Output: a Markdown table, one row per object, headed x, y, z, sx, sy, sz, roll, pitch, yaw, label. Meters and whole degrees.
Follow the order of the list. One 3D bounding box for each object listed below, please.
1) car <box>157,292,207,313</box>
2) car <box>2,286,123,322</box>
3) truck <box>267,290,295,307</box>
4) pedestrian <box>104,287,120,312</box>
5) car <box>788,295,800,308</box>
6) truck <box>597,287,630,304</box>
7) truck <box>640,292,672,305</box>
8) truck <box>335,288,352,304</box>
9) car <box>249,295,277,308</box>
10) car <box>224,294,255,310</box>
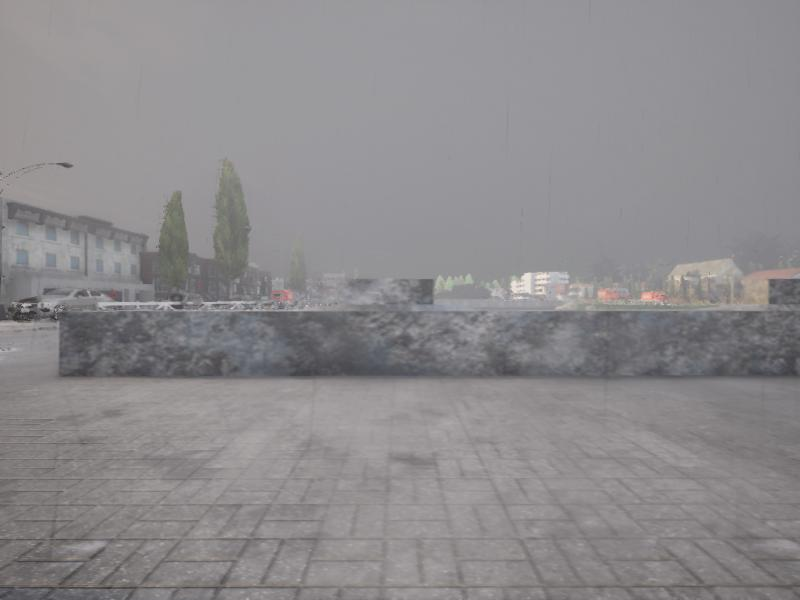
| x | y | z | sx | sy | sz | roll | pitch | yaw | label |
| --- | --- | --- | --- | --- | --- | --- | --- | --- | --- |
| -17.520 | 0.205 | 32.347 | 1.851 | 1.617 | 3.988 | 0 | 0 | 0 | car |
| -17.498 | 0.198 | 21.171 | 2.152 | 1.651 | 5.027 | 0 | 0 | 0 | car |
| -17.561 | -0.230 | 59.189 | 2.627 | 2.467 | 5.204 | 0 | 0 | 0 | truck |
| -22.181 | -0.045 | 30.849 | 0.751 | 1.860 | 0.751 | 0 | 0 | -8 | pedestrian |
| 48.118 | 0.177 | 46.094 | 2.038 | 1.542 | 4.974 | 0 | 0 | 0 | car |
| 48.057 | -0.972 | 90.247 | 2.891 | 3.827 | 8.468 | 0 | 0 | 0 | truck |
| 48.082 | -0.292 | 75.260 | 2.627 | 2.467 | 5.204 | 0 | 0 | 0 | truck |
| -13.616 | -0.912 | 96.225 | 2.891 | 3.827 | 8.468 | 0 | 0 | 0 | truck |
| -17.548 | 0.188 | 51.495 | 1.930 | 1.638 | 5.238 | 0 | 0 | 0 | car |
| -17.538 | 0.206 | 43.897 | 1.851 | 1.617 | 3.988 | 0 | 0 | 0 | car |
